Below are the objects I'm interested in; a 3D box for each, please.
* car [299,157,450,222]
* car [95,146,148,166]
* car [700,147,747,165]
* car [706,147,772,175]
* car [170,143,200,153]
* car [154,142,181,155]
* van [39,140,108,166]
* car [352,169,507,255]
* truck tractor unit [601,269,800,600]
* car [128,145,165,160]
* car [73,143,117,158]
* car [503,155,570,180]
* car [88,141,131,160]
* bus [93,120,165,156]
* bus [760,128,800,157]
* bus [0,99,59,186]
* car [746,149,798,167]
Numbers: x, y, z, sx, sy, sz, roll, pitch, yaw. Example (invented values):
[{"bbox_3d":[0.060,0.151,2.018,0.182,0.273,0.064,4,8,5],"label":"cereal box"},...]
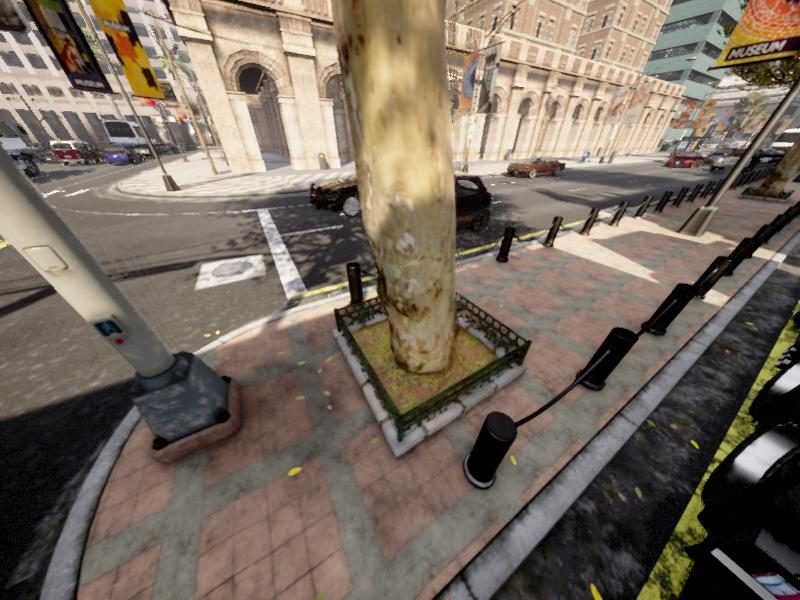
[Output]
[{"bbox_3d":[-0.813,-4.490,9.012,5.238,1.638,1.930,-18,39,-24],"label":"car"},{"bbox_3d":[-29.381,-15.403,24.597,2.163,1.488,4.792,-18,39,-24],"label":"car"},{"bbox_3d":[39.424,-17.592,28.186,4.856,1.649,2.033,-18,39,-24],"label":"car"},{"bbox_3d":[29.259,-12.087,19.973,4.605,1.855,1.932,-18,39,-25],"label":"car"},{"bbox_3d":[-44.029,-31.358,47.529,2.152,1.651,5.027,-5,35,-7],"label":"car"},{"bbox_3d":[-40.317,-26.415,40.206,2.152,1.651,5.027,-18,38,-24],"label":"car"},{"bbox_3d":[-32.674,-14.920,23.379,2.069,2.038,4.480,-18,38,-24],"label":"van"},{"bbox_3d":[0.794,-2.652,6.479,3.633,1.501,1.845,-18,39,-24],"label":"car"},{"bbox_3d":[5.116,-0.297,0.765,6.516,4.208,3.053,-18,39,-24],"label":"truck tractor unit"},{"bbox_3d":[-33.851,-19.906,30.989,2.007,1.525,4.514,-18,39,-24],"label":"car"},{"bbox_3d":[-43.364,-21.448,33.027,1.930,1.638,5.238,-18,39,-24],"label":"car"},{"bbox_3d":[10.377,-10.154,17.537,4.718,1.301,1.895,-18,39,-24],"label":"car"},{"bbox_3d":[-37.133,-19.259,29.716,1.905,1.878,3.866,-18,39,-24],"label":"car"},{"bbox_3d":[-43.183,-26.210,37.578,3.944,4.253,10.273,-18,38,-24],"label":"bus"},{"bbox_3d":[75.794,-30.396,44.594,10.273,4.253,3.944,-18,39,-24],"label":"bus"},{"bbox_3d":[-25.195,-8.294,11.996,3.944,4.253,10.273,-18,39,-25],"label":"bus"},{"bbox_3d":[42.415,-16.210,26.328,4.902,1.511,2.128,-18,39,-24],"label":"car"}]
